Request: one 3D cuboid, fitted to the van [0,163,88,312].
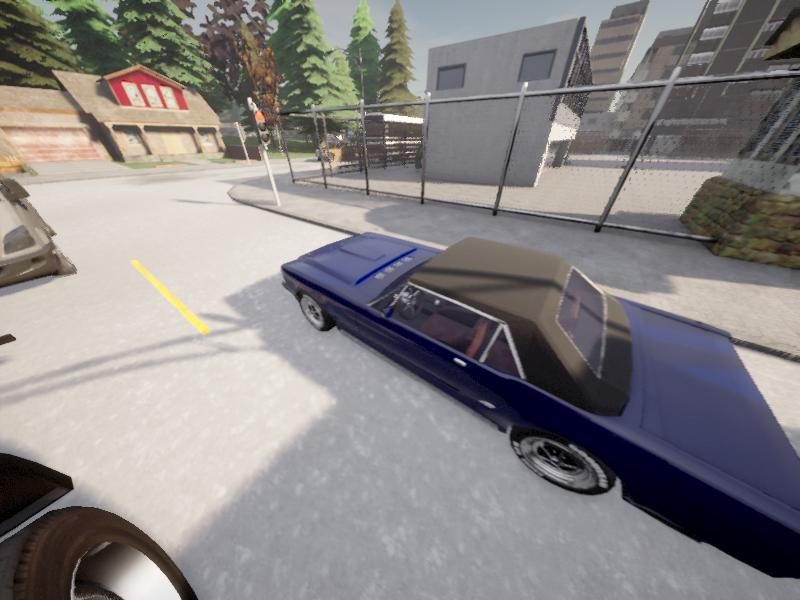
[{"bbox_3d":[-8.733,-1.830,4.262,5.915,2.561,1.988,23,41,28],"label":"van"}]

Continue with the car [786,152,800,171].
[{"bbox_3d":[34.451,-11.284,18.708,1.789,1.547,3.705,22,41,28],"label":"car"}]

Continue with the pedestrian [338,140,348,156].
[{"bbox_3d":[-7.865,-20.922,31.766,0.751,1.860,0.751,23,41,29],"label":"pedestrian"}]

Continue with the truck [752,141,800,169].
[{"bbox_3d":[37.150,-13.324,21.207,4.478,2.038,2.069,22,41,28],"label":"truck"}]

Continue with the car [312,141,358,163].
[{"bbox_3d":[-7.066,-16.480,25.667,1.932,1.855,4.605,21,40,27],"label":"car"}]

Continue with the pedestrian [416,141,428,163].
[{"bbox_3d":[2.193,-14.819,23.157,0.751,1.860,0.751,-21,40,-27],"label":"pedestrian"}]

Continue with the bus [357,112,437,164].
[{"bbox_3d":[0.095,-19.217,27.541,3.944,4.253,10.273,22,41,28],"label":"bus"}]

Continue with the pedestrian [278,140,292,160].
[{"bbox_3d":[-12.928,-16.883,25.995,0.751,1.860,0.751,23,41,29],"label":"pedestrian"}]

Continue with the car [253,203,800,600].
[{"bbox_3d":[0.596,0.036,2.752,4.718,1.301,1.895,24,41,29],"label":"car"}]

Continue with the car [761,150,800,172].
[{"bbox_3d":[34.712,-11.277,18.825,5.357,1.415,2.033,22,41,28],"label":"car"}]
